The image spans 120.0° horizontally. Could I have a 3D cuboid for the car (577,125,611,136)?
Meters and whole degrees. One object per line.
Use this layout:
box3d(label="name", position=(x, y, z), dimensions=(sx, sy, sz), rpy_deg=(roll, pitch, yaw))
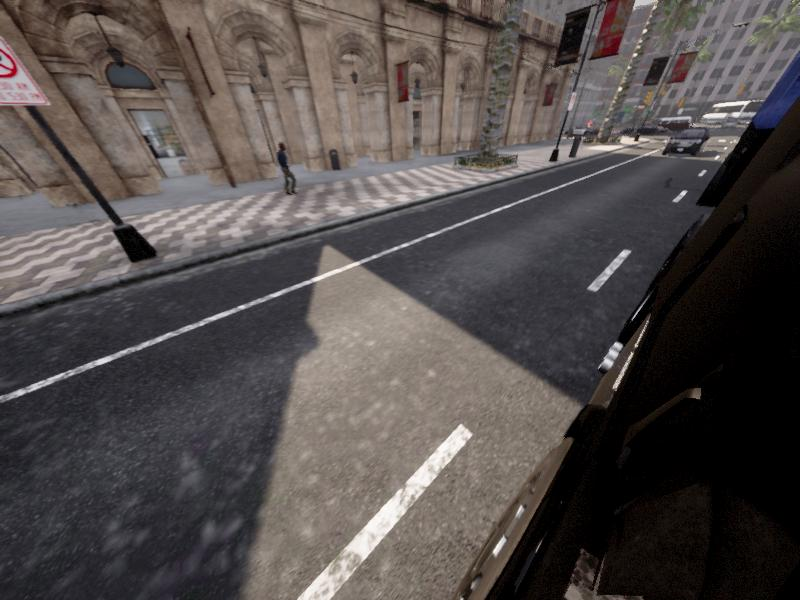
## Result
box3d(label="car", position=(35.019, -30.652, 41.843), dimensions=(1.994, 1.385, 4.181), rpy_deg=(-26, 42, -29))

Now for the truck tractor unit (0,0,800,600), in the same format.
box3d(label="truck tractor unit", position=(2.645, -0.295, 0.351), dimensions=(6.516, 4.208, 3.053), rpy_deg=(-28, 44, -30))

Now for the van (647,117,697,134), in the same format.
box3d(label="van", position=(44.764, -28.899, 38.224), dimensions=(4.480, 2.038, 2.069), rpy_deg=(10, 40, 17))

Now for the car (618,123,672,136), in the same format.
box3d(label="car", position=(37.501, -26.119, 35.487), dimensions=(5.357, 1.411, 2.033), rpy_deg=(29, 47, 36))

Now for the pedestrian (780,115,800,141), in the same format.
box3d(label="pedestrian", position=(35.169, -15.250, 20.429), dimensions=(0.751, 1.860, 0.751), rpy_deg=(-27, 43, -29))

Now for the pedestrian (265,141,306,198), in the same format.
box3d(label="pedestrian", position=(-4.514, -5.200, 9.217), dimensions=(0.751, 1.860, 0.751), rpy_deg=(-28, 43, -30))

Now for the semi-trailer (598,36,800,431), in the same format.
box3d(label="semi-trailer", position=(8.694, -3.590, 4.257), dimensions=(14.254, 4.402, 2.717), rpy_deg=(-28, 43, -30))

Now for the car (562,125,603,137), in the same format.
box3d(label="car", position=(31.947, -29.691, 40.610), dimensions=(2.038, 1.542, 4.974), rpy_deg=(-28, 43, -30))

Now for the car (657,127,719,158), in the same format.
box3d(label="car", position=(19.559, -10.744, 15.688), dimensions=(3.633, 1.501, 1.845), rpy_deg=(-28, 43, -30))
